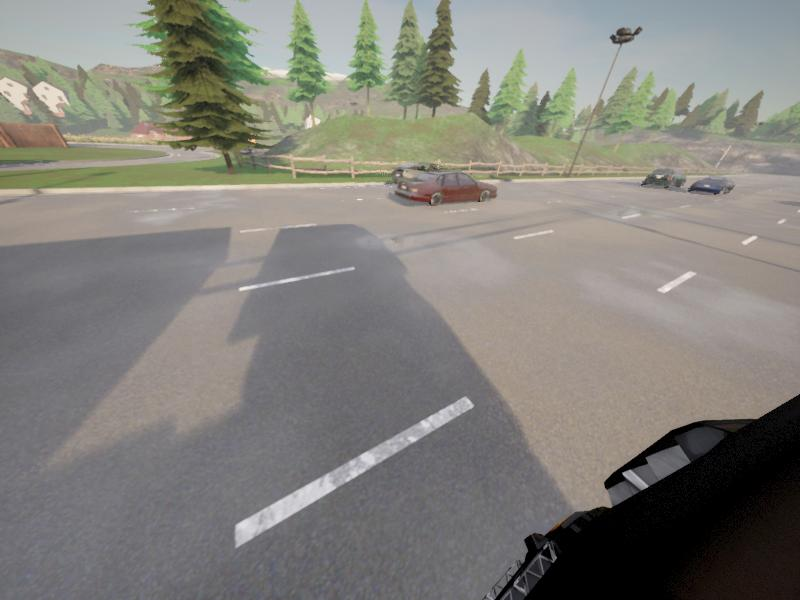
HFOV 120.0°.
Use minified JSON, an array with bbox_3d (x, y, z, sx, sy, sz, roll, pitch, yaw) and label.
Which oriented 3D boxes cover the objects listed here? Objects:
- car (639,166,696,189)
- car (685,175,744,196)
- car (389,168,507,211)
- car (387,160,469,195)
[{"bbox_3d":[26.856,-12.337,23.222,4.553,1.767,2.097,-15,38,-25],"label":"car"},{"bbox_3d":[27.838,-10.214,20.479,4.181,1.385,1.994,-15,38,-26],"label":"car"},{"bbox_3d":[2.348,-5.483,11.207,5.357,1.411,2.033,-15,38,-25],"label":"car"},{"bbox_3d":[1.701,-7.578,14.200,4.514,1.525,2.007,-15,38,-25],"label":"car"}]
